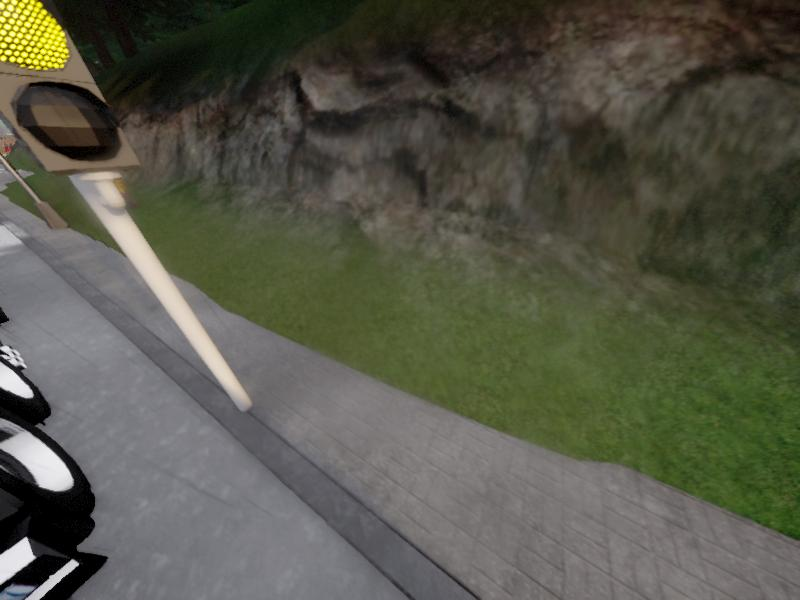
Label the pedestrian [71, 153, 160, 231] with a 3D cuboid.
[{"bbox_3d":[-7.925,-3.048,6.581,0.751,1.860,0.751,-23,41,-29],"label":"pedestrian"}]

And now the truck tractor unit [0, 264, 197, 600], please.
[{"bbox_3d":[-5.112,-0.300,0.782,6.516,4.208,3.053,18,39,24],"label":"truck tractor unit"}]
